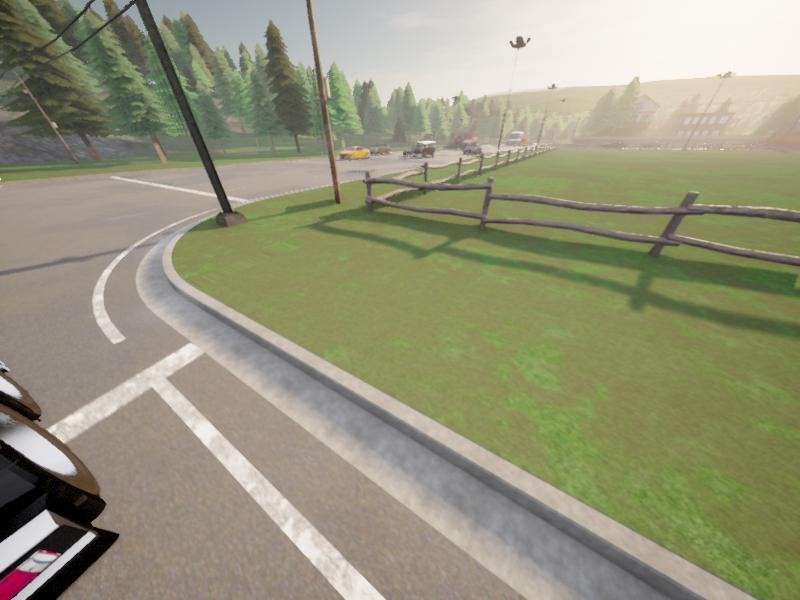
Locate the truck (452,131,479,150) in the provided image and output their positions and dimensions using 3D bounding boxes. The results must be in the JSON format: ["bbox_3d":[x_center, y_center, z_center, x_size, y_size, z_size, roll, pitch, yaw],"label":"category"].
[{"bbox_3d":[17.449,-42.236,61.064,2.891,3.827,8.468,25,42,32],"label":"truck"}]

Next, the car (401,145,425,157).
[{"bbox_3d":[2.088,-23.508,36.399,1.816,1.474,4.193,19,39,25],"label":"car"}]

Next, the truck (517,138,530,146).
[{"bbox_3d":[42.461,-54.189,79.177,2.627,2.467,5.204,19,39,25],"label":"truck"}]

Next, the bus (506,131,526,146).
[{"bbox_3d":[42.192,-58.379,83.626,3.944,4.253,10.273,19,39,25],"label":"bus"}]

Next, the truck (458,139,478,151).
[{"bbox_3d":[16.309,-37.088,55.199,2.390,2.098,6.274,19,40,26],"label":"truck"}]

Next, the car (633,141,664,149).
[{"bbox_3d":[62.032,-38.809,57.823,4.792,1.488,2.163,19,39,25],"label":"car"}]

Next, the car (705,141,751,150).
[{"bbox_3d":[70.839,-33.502,50.080,5.366,1.575,1.801,19,39,25],"label":"car"}]

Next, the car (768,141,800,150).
[{"bbox_3d":[84.712,-33.414,49.922,4.902,1.511,2.128,19,39,25],"label":"car"}]

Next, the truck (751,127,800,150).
[{"bbox_3d":[81.267,-33.231,47.600,8.468,3.827,2.891,19,39,25],"label":"truck"}]

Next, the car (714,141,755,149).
[{"bbox_3d":[77.360,-35.954,53.545,5.008,1.535,1.882,19,39,25],"label":"car"}]

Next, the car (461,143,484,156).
[{"bbox_3d":[12.314,-25.520,39.025,2.242,1.667,4.611,19,39,25],"label":"car"}]

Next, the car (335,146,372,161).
[{"bbox_3d":[-6.048,-19.724,30.988,1.882,1.535,5.008,19,39,25],"label":"car"}]

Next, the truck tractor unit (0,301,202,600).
[{"bbox_3d":[-5.170,-0.237,0.685,6.516,4.208,3.053,16,38,21],"label":"truck tractor unit"}]

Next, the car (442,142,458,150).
[{"bbox_3d":[13.552,-41.617,62.388,2.152,1.651,5.027,22,41,29],"label":"car"}]

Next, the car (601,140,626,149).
[{"bbox_3d":[51.757,-37.793,56.112,3.866,1.878,1.905,19,39,25],"label":"car"}]

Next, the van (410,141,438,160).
[{"bbox_3d":[3.409,-21.148,32.505,2.069,2.038,4.480,19,40,25],"label":"van"}]

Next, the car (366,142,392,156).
[{"bbox_3d":[-3.519,-26.083,39.786,1.932,1.855,4.605,19,39,25],"label":"car"}]

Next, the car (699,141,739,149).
[{"bbox_3d":[72.479,-35.278,52.618,5.008,1.535,1.882,19,39,25],"label":"car"}]

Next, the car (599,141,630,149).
[{"bbox_3d":[54.055,-39.253,58.387,5.238,1.638,1.930,19,39,25],"label":"car"}]
